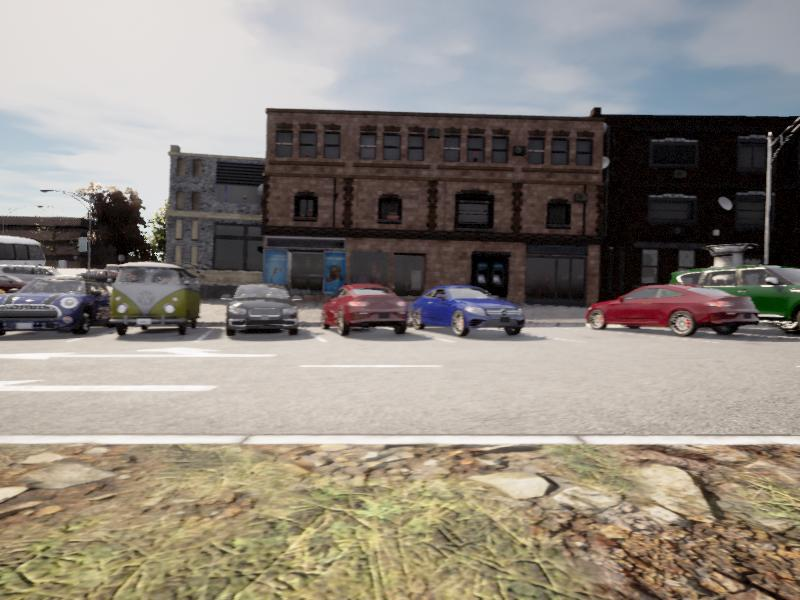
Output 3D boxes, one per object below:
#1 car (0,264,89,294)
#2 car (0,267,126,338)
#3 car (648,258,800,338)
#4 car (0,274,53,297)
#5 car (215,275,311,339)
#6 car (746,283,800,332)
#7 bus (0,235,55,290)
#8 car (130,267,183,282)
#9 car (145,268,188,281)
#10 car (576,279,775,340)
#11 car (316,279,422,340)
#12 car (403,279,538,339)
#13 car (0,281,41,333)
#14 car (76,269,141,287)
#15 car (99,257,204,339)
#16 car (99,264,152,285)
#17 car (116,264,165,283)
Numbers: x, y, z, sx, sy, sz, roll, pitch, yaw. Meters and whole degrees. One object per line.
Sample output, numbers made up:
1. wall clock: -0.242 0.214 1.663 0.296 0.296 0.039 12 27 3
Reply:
1. car: -27.628 -1.612 30.658 5.566 2.045 2.435 1 5 -26
2. car: -10.255 0.089 12.172 2.185 1.767 4.553 1 -1 -21
3. car: 10.914 -0.028 12.021 2.435 2.045 5.566 1 -1 -19
4. car: -27.327 -1.039 27.680 4.674 1.452 2.002 1 5 -26
5. car: -4.204 0.218 12.209 2.231 1.521 4.892 1 -1 -21
6. car: 13.922 0.225 11.962 2.097 1.535 5.008 1 -1 -18
7. bus: -33.072 -3.024 31.412 3.944 4.253 10.273 2 5 -7
8. car: -29.492 -3.067 48.696 5.366 1.575 1.946 1 5 -26
9. car: -29.990 -3.310 51.609 4.674 1.452 2.002 1 6 -27
10. car: 7.875 0.262 12.106 2.002 1.452 4.674 0 -1 -19
11. car: -1.186 0.258 12.201 2.002 1.452 4.674 0 -1 -20
12. car: 1.838 0.260 12.194 2.002 1.452 4.674 1 -1 -20
13. car: -13.197 0.208 11.909 1.946 1.575 5.366 1 -1 -22
14. car: -28.668 -2.213 39.634 4.892 1.521 2.231 1 5 -26
15. car: -7.181 -0.011 12.076 1.878 1.987 4.442 1 -1 -21
16. car: -29.082 -2.723 42.549 4.442 1.987 1.878 1 6 -26
17. car: -29.417 -3.007 45.545 4.442 1.987 1.878 1 6 -26
